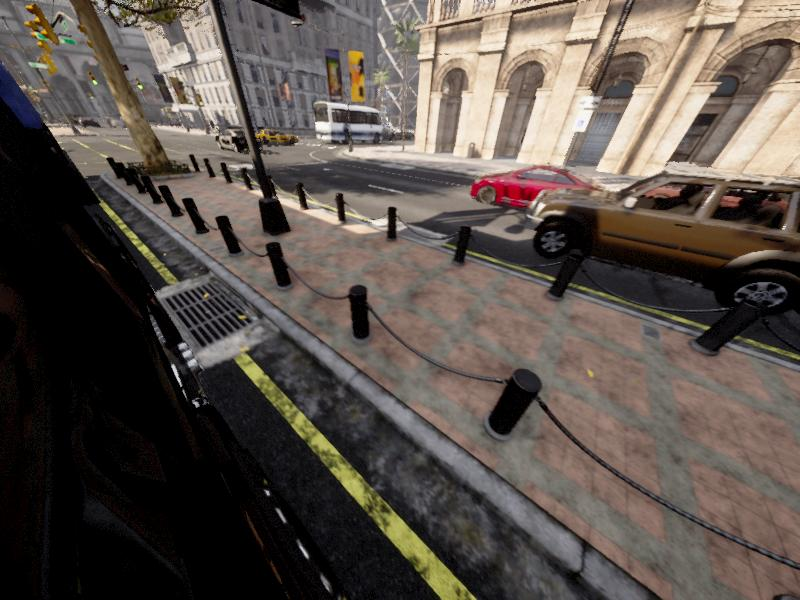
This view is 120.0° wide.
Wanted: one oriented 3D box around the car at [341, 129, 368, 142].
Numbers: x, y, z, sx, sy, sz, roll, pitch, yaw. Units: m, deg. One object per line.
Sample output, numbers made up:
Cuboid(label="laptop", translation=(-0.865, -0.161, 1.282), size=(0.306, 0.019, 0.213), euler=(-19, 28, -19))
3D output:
Cuboid(label="car", translation=(-7.233, -26.304, 36.934), size=(1.851, 1.617, 3.988), euler=(26, 43, 28))

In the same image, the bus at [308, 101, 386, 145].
Cuboid(label="bus", translation=(-6.775, -24.347, 32.146), size=(3.944, 4.253, 10.273), euler=(26, 43, 28))

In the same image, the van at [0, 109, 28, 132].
Cuboid(label="van", translation=(-44.968, -20.437, 26.243), size=(4.480, 2.038, 2.069), euler=(26, 43, 28))

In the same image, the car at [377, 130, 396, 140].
Cuboid(label="car", translation=(-2.715, -33.033, 46.275), size=(1.845, 1.501, 3.633), euler=(27, 43, 28))

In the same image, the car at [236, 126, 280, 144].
Cuboid(label="car", translation=(-16.536, -19.342, 27.078), size=(1.789, 1.549, 3.705), euler=(26, 42, 28))

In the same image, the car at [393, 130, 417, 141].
Cuboid(label="car", translation=(0.972, -32.376, 45.550), size=(1.930, 1.638, 5.238), euler=(27, 43, 28))

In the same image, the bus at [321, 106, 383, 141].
Cuboid(label="bus", translation=(-7.831, -30.186, 39.867), size=(3.944, 4.253, 10.273), euler=(27, 43, 28))

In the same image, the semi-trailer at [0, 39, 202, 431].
Cuboid(label="semi-trailer", translation=(-8.723, -3.595, 4.193), size=(14.254, 4.402, 2.717), euler=(28, 43, 29))

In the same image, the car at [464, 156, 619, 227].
Cuboid(label="car", translation=(4.756, -4.022, 8.199), size=(4.181, 1.385, 1.994), euler=(27, 43, 28))

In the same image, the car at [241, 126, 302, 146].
Cuboid(label="car", translation=(-13.966, -18.055, 25.505), size=(1.801, 1.575, 5.366), euler=(31, 45, 33))

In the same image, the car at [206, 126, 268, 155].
Cuboid(label="car", translation=(-13.500, -13.270, 19.101), size=(5.238, 1.638, 1.930), euler=(27, 43, 28))

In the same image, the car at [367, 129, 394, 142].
Cuboid(label="car", translation=(-3.408, -29.173, 40.962), size=(2.242, 1.667, 4.611), euler=(26, 43, 28))

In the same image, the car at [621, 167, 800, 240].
Cuboid(label="car", translation=(10.851, -3.420, 7.852), size=(4.718, 1.301, 1.895), euler=(26, 43, 28))

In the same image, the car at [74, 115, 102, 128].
Cuboid(label="car", translation=(-53.723, -30.713, 39.758), size=(4.974, 1.542, 2.038), euler=(27, 43, 28))

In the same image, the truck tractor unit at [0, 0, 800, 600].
Cuboid(label="truck tractor unit", translation=(-2.645, -0.295, 0.351), size=(6.516, 4.208, 3.053), euler=(28, 44, 30))

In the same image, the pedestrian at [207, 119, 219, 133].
Cuboid(label="pedestrian", translation=(-30.948, -28.863, 38.271), size=(0.751, 1.860, 0.751), euler=(23, 41, 25))

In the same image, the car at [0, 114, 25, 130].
Cuboid(label="car", translation=(-50.079, -22.746, 29.483), size=(4.674, 1.442, 1.812), euler=(27, 43, 28))

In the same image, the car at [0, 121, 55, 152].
Cuboid(label="car", translation=(-24.776, -9.951, 14.014), size=(3.633, 1.501, 1.845), euler=(-10, 38, -16))

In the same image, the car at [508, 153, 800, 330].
Cuboid(label="car", translation=(4.974, -1.465, 4.369), size=(4.605, 1.855, 1.932), euler=(26, 43, 29))
